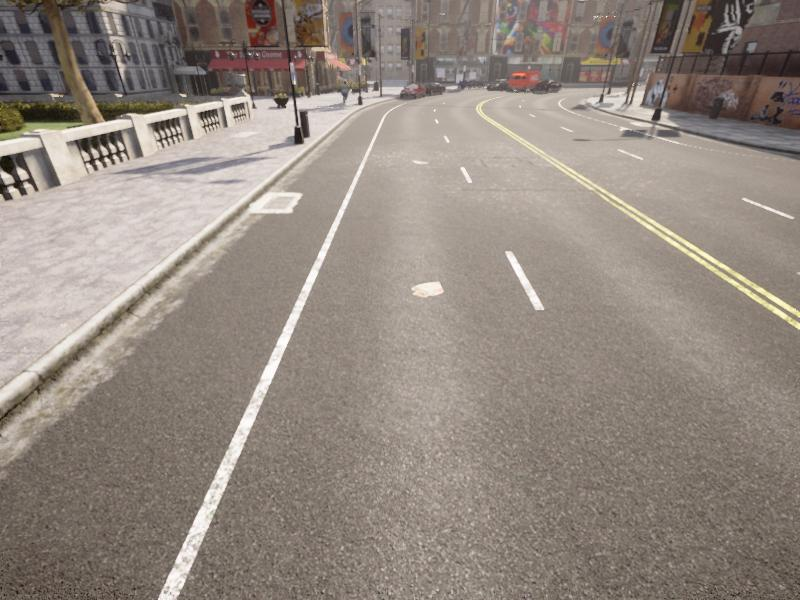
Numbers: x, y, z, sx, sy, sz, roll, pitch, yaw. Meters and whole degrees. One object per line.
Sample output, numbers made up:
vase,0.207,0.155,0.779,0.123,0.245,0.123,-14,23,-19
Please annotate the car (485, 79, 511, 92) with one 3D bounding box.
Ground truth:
car,13.871,-30.316,56.541,1.970,1.475,3.806,23,37,34

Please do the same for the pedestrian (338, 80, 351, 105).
pedestrian,-4.691,-17.664,34.065,0.751,1.860,0.751,5,31,9

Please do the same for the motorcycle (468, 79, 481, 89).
motorcycle,11.350,-32.967,60.979,1.805,1.236,0.856,5,31,9

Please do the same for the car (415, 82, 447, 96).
car,3.759,-25.593,48.541,1.895,1.301,4.718,17,34,26

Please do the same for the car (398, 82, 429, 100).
car,1.518,-22.998,43.949,2.002,1.452,4.674,11,32,18

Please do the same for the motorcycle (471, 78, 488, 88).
motorcycle,12.292,-33.471,61.786,2.356,1.277,0.764,5,31,9

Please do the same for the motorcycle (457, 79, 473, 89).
motorcycle,9.811,-32.562,60.226,2.209,1.251,0.867,5,31,9

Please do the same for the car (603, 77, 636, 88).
car,37.331,-37.093,68.084,4.514,1.525,2.007,-5,31,-9

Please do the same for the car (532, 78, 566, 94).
car,19.902,-28.527,53.233,1.930,1.638,5.238,26,39,37

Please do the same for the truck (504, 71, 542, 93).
truck,16.739,-29.757,54.514,2.627,2.467,5.204,23,37,34
